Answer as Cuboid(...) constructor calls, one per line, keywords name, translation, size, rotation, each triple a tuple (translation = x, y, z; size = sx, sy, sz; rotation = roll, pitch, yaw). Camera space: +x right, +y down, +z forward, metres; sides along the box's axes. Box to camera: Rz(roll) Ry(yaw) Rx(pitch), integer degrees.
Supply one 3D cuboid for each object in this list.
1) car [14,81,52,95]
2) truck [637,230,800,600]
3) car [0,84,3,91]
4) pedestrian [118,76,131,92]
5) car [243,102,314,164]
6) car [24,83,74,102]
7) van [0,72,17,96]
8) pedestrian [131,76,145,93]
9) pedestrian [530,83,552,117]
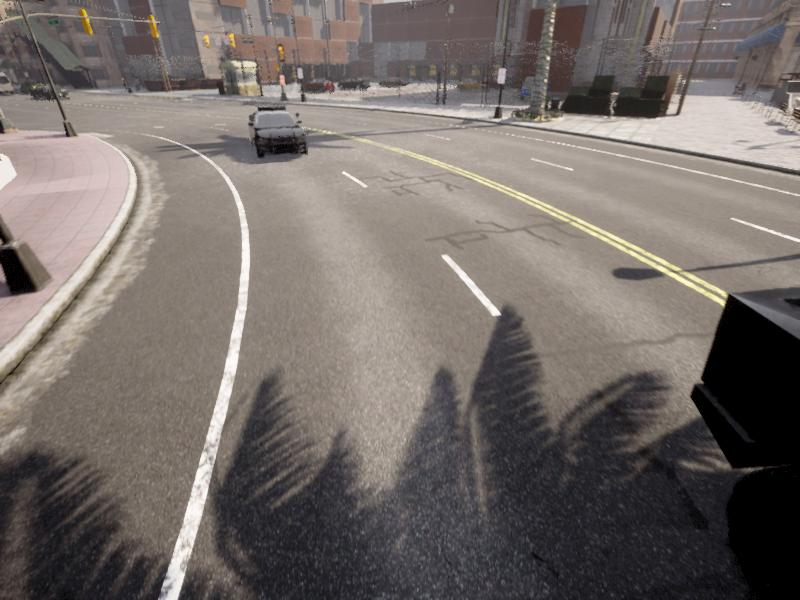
Cuboid(name="car", translation=(-48.706, -28.159, 53.079), size=(4.514, 1.525, 2.007), rotation=(18, 35, 28))
Cuboid(name="truck", translation=(3.697, 1.978, 0.508), size=(2.390, 2.098, 6.274), rotation=(-4, 31, -6))
Cuboid(name="car", translation=(-63.246, -32.885, 61.089), size=(4.856, 1.649, 2.033), rotation=(18, 35, 28))
Cuboid(name="pedestrian", translation=(-37.062, -29.100, 53.831), size=(0.751, 1.860, 0.751), rotation=(21, 36, 32))
Cuboid(name="car", translation=(-5.097, -6.991, 16.355), size=(1.930, 1.638, 5.238), rotation=(-11, 32, -18))
Cuboid(name="car", translation=(-38.556, -22.794, 43.911), size=(5.027, 1.651, 2.152), rotation=(18, 35, 28))
Cuboid(name="van", translation=(-51.649, -27.488, 50.844), size=(5.915, 2.561, 1.988), rotation=(18, 35, 28))
Cuboid(name="pedestrian", translation=(-33.752, -27.753, 51.502), size=(0.751, 1.860, 0.751), rotation=(19, 35, 29))
Cuboid(name="pedestrian", translation=(8.939, -12.695, 25.406), size=(0.751, 1.860, 0.751), rotation=(-26, 39, -37))
